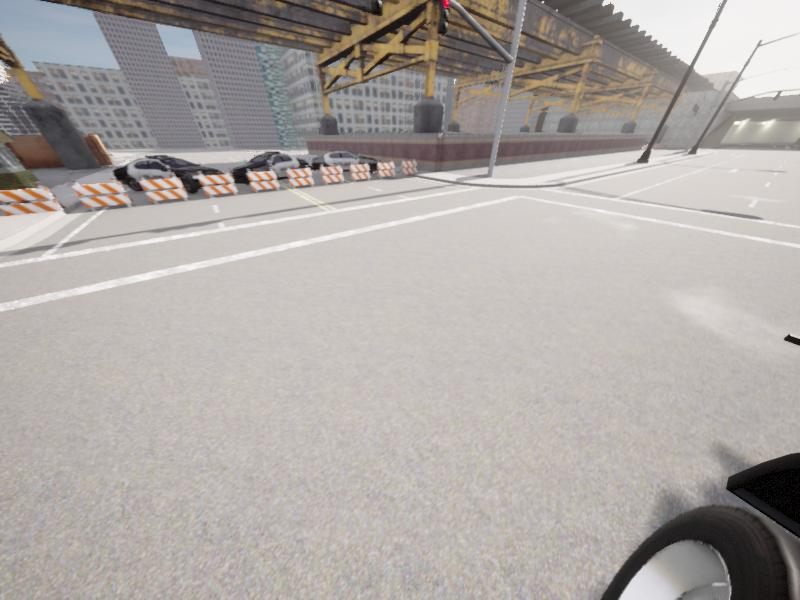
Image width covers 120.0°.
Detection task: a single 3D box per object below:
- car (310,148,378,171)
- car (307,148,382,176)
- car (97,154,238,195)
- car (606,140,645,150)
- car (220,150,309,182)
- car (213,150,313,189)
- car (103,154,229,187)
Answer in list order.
[{"bbox_3d":[-3.918,-10.300,16.872,4.536,1.218,1.853,-4,35,-5],"label":"car"},{"bbox_3d":[-3.866,-10.175,16.968,4.974,1.542,2.038,-4,35,-5],"label":"car"},{"bbox_3d":[-11.575,-6.463,11.779,4.974,1.542,2.038,5,36,7],"label":"car"},{"bbox_3d":[43.988,-30.374,45.148,4.974,1.542,2.038,5,36,7],"label":"car"},{"bbox_3d":[-7.792,-8.166,13.885,1.853,1.218,4.536,11,37,15],"label":"car"},{"bbox_3d":[-7.808,-8.009,13.936,2.038,1.542,4.974,11,37,15],"label":"car"},{"bbox_3d":[-11.628,-6.595,11.695,4.536,1.218,1.853,5,36,7],"label":"car"}]
